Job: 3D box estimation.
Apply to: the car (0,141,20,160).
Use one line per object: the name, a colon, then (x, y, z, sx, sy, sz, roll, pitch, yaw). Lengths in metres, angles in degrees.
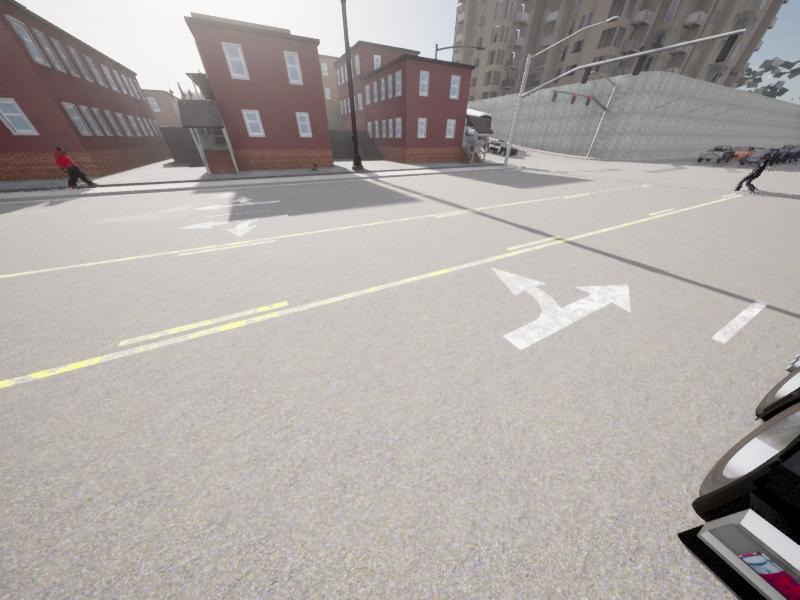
car: (-49.274, -17.768, 27.500, 1.932, 1.855, 4.605, -16, 38, -22)

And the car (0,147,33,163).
car: (-43.909, -15.919, 25.331, 1.994, 1.385, 4.181, -16, 38, -21)

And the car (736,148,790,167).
car: (41.482, -16.392, 26.414, 4.856, 1.649, 2.033, -16, 38, -22)

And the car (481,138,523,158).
car: (14.061, -21.278, 32.274, 1.930, 1.638, 5.238, -16, 43, -22)

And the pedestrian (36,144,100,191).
pedestrian: (-15.619, -6.283, 10.966, 0.751, 1.860, 0.751, -17, 38, -23)

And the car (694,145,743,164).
car: (39.722, -18.235, 28.824, 4.605, 1.855, 1.932, -16, 38, -22)

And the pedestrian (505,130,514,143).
pedestrian: (19.797, -29.510, 41.771, 0.751, 1.860, 0.751, -14, 37, -20)

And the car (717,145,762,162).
car: (46.590, -20.179, 31.740, 4.553, 1.767, 2.097, -16, 38, -22)

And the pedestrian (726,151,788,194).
pedestrian: (18.174, -6.522, 11.825, 0.751, 1.860, 0.751, -12, 37, -17)

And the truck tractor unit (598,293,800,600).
truck tractor unit: (5.157, -0.252, 0.709, 6.516, 4.208, 3.053, -16, 38, -22)

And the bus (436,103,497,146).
bus: (11.273, -31.243, 40.988, 3.944, 4.253, 10.273, -16, 50, -22)
